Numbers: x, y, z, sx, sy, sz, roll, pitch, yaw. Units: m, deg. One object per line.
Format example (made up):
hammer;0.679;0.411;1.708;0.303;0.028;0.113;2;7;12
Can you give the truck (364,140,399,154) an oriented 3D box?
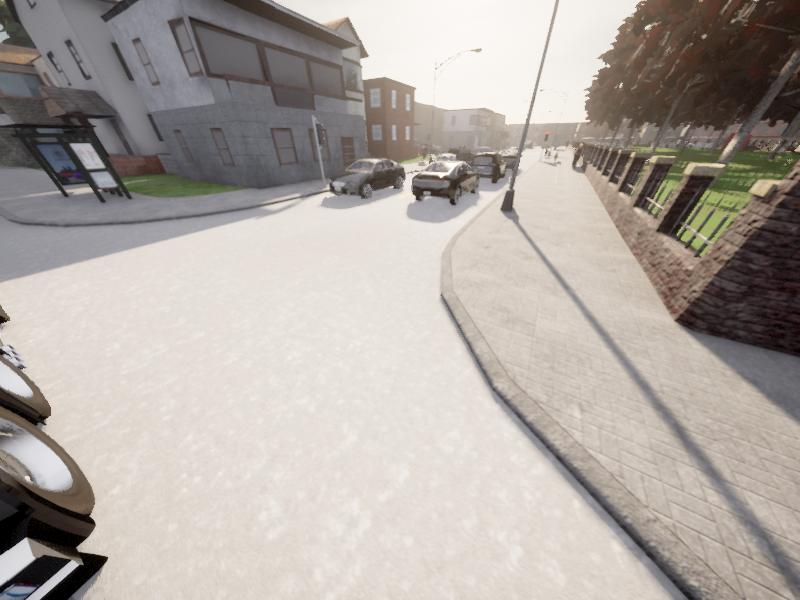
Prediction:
truck;-3.443;-28.828;43.582;6.274;2.098;2.390;18;39;25

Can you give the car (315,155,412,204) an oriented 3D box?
car;-1.510;-6.300;11.733;2.128;1.511;4.902;18;39;24

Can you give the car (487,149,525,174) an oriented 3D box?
car;9.304;-12.187;20.104;2.128;1.511;4.902;16;38;22

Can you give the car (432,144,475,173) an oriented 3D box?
car;4.772;-12.496;20.255;1.932;1.855;4.605;19;40;26

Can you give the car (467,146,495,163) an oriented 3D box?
car;9.874;-17.564;27.837;1.837;1.490;4.892;18;39;24

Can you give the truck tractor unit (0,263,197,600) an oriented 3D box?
truck tractor unit;-5.108;-0.304;0.780;6.516;4.208;3.053;18;39;24

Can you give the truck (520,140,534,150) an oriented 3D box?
truck;34.454;-41.981;62.558;2.390;2.098;6.274;18;39;24

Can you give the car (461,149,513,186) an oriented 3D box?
car;5.812;-8.849;15.235;2.033;1.649;4.856;17;38;23

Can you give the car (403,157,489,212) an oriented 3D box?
car;2.271;-5.516;10.580;2.128;1.511;4.902;18;39;25

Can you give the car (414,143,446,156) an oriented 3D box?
car;5.121;-25.860;39.664;4.856;1.649;2.033;19;39;25

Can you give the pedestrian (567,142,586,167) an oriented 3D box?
pedestrian;16.008;-13.220;21.005;0.751;1.860;0.751;18;39;24
